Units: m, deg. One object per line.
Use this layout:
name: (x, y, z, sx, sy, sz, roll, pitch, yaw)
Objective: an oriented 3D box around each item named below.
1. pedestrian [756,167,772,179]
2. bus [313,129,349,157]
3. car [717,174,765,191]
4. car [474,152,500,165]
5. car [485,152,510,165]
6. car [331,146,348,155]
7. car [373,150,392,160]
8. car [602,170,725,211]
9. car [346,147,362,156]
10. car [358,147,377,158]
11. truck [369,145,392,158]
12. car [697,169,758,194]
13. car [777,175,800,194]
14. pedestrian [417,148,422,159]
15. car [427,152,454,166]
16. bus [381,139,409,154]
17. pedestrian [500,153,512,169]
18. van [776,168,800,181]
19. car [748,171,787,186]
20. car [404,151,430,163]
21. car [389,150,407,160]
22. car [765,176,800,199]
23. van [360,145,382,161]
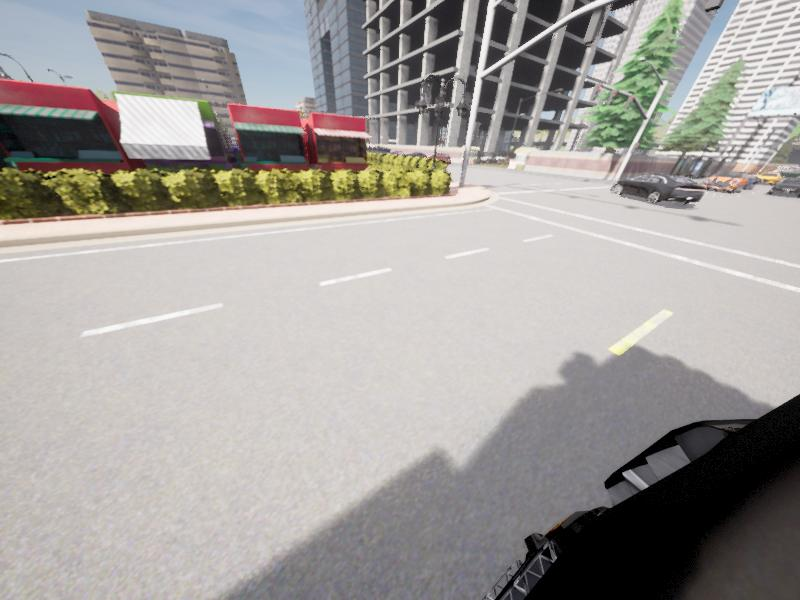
pedestrian: (67.285, -23.502, 42.721, 0.751, 1.860, 0.751, -16, 38, -26)
bus: (-14.209, -32.023, 47.153, 3.944, 4.253, 10.273, -16, 38, -26)
car: (36.778, -12.733, 24.902, 4.718, 1.301, 1.895, -16, 38, -26)
car: (16.354, -26.777, 43.567, 1.905, 1.878, 3.866, -16, 38, -26)
car: (18.899, -27.498, 44.855, 1.905, 1.878, 3.866, -16, 38, -26)
car: (-13.942, -34.310, 53.001, 2.152, 1.651, 5.027, -16, 38, -26)
car: (-3.363, -27.642, 44.021, 1.994, 1.385, 4.181, -16, 38, -26)
car: (15.584, -6.921, 14.244, 2.128, 1.511, 4.902, 4, 33, 1)
car: (-10.897, -35.105, 54.528, 2.007, 1.525, 4.514, -16, 38, -26)
car: (-7.002, -31.323, 49.050, 2.152, 1.651, 5.027, -16, 38, -26)
truck: (-4.375, -32.784, 51.029, 2.390, 2.098, 6.274, -16, 38, -26)
car: (30.726, -11.230, 21.706, 4.553, 1.767, 2.097, -16, 38, -26)
car: (41.729, -11.978, 23.978, 4.892, 1.490, 1.837, -16, 38, -26)
pedestrian: (4.093, -30.773, 48.569, 0.751, 1.860, 0.751, -16, 38, -26)
car: (6.270, -22.125, 36.254, 1.851, 1.617, 3.988, -16, 38, -26)
bus: (-1.959, -60.850, 91.662, 10.273, 4.253, 3.944, -16, 38, -26)
pedestrian: (14.853, -19.391, 32.267, 0.751, 1.860, 0.751, -15, 37, -25)
van: (80.762, -25.318, 46.732, 1.775, 1.987, 4.442, -16, 38, -26)
car: (50.549, -16.717, 31.780, 5.008, 1.535, 1.882, -16, 38, -26)
car: (2.934, -25.361, 40.929, 1.882, 1.535, 5.008, -16, 38, -26)
car: (-0.473, -28.718, 45.704, 1.789, 1.549, 3.705, -16, 38, -26)
car: (35.489, -10.216, 20.827, 4.892, 1.490, 1.837, -16, 38, -26)
van: (-5.088, -25.802, 40.502, 2.069, 2.038, 4.480, -16, 38, -26)
